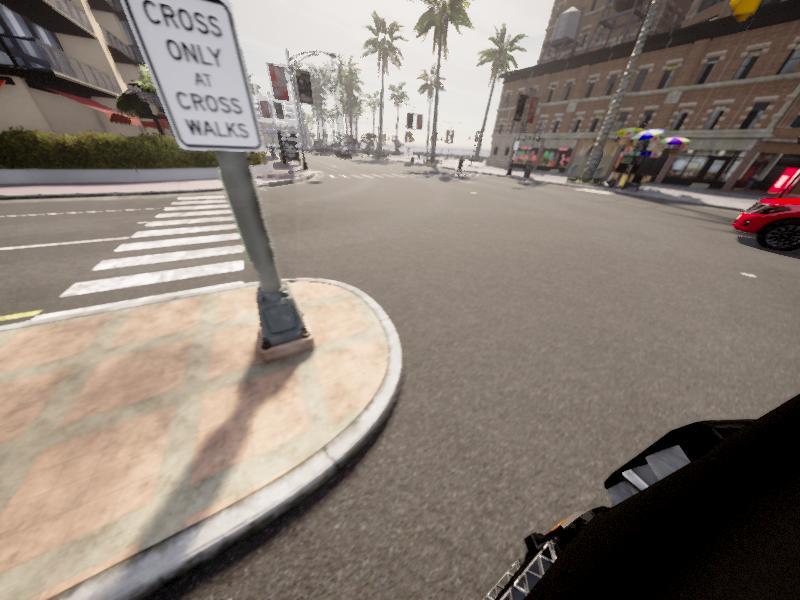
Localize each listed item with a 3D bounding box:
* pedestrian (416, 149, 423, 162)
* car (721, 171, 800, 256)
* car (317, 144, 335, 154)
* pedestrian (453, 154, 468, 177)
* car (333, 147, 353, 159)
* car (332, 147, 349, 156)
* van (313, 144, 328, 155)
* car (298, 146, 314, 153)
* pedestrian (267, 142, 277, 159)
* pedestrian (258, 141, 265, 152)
[{"bbox_3d":[3.474,-25.947,41.520,0.751,1.860,0.751,-20,40,-31],"label":"pedestrian"},{"bbox_3d":[13.429,-1.903,6.011,2.150,2.045,5.566,-21,40,-32],"label":"car"},{"bbox_3d":[-19.693,-39.991,61.203,2.150,2.045,5.566,-23,41,-34],"label":"car"},{"bbox_3d":[5.988,-13.325,22.872,0.751,1.860,0.751,-14,37,-24],"label":"pedestrian"},{"bbox_3d":[-11.098,-28.514,44.803,2.242,1.667,4.611,-15,37,-25],"label":"car"},{"bbox_3d":[-14.194,-35.345,54.958,2.152,1.651,5.027,-17,38,-28],"label":"car"},{"bbox_3d":[-19.197,-36.418,55.876,1.775,1.987,4.442,-20,40,-31],"label":"van"},{"bbox_3d":[-25.281,-40.451,62.066,1.994,1.385,4.181,-27,43,-37],"label":"car"},{"bbox_3d":[-17.050,-19.858,30.754,0.751,1.860,0.751,-13,36,-22],"label":"pedestrian"},{"bbox_3d":[-30.155,-33.346,50.193,0.751,1.860,0.751,-22,41,-32],"label":"pedestrian"}]
